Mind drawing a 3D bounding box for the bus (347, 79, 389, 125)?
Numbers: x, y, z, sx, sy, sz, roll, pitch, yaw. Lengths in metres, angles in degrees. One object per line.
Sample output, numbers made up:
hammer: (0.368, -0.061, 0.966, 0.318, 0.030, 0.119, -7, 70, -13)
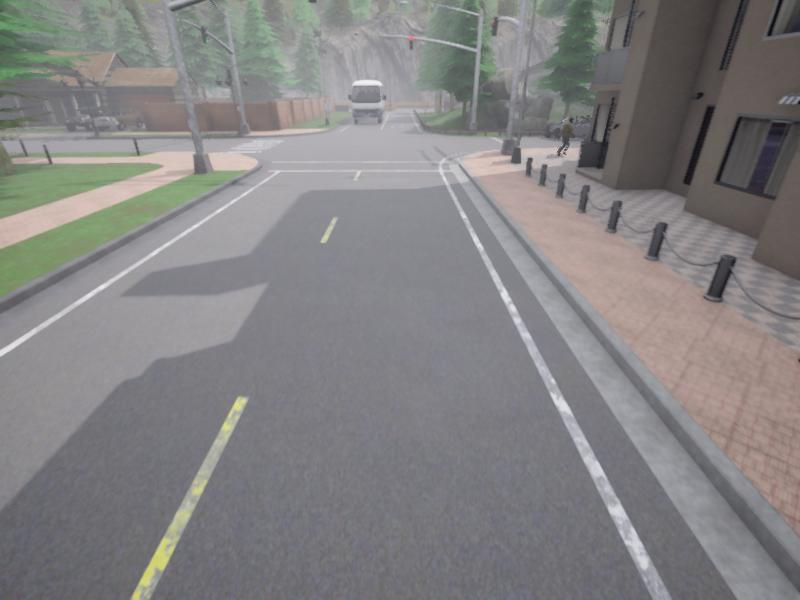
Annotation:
bus: (-3.391, -22.870, 46.117, 3.944, 4.253, 10.273, 0, 27, 0)

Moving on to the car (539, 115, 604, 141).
car: (12.067, -12.218, 28.359, 3.633, 1.501, 1.845, -1, 27, -1)

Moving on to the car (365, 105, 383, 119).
car: (-3.505, -25.808, 54.766, 2.128, 1.511, 4.902, 0, 27, 0)

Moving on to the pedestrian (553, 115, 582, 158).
pedestrian: (7.999, -7.842, 19.186, 0.751, 1.860, 0.751, -1, 27, -2)

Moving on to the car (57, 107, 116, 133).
car: (-27.530, -15.966, 35.348, 1.905, 1.878, 3.866, -1, 27, -1)

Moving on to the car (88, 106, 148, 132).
car: (-25.025, -16.186, 35.737, 1.932, 1.855, 4.605, -1, 27, -1)
